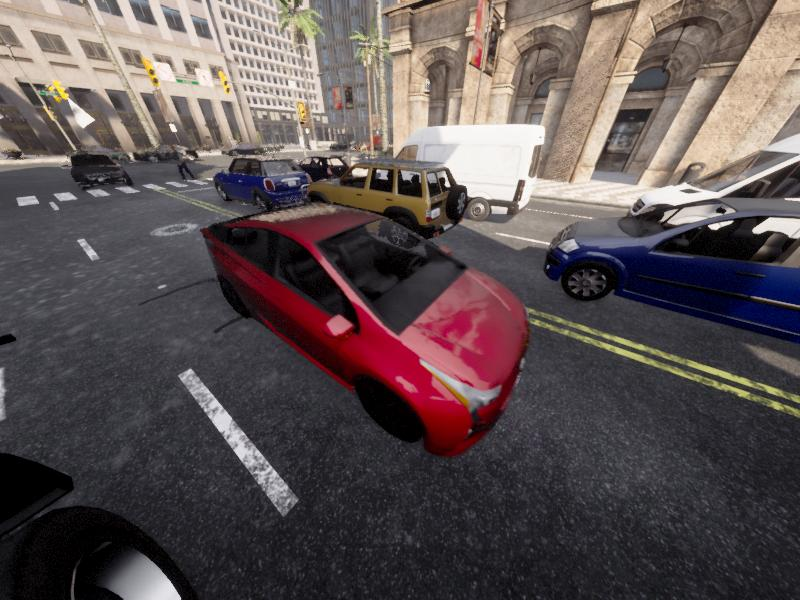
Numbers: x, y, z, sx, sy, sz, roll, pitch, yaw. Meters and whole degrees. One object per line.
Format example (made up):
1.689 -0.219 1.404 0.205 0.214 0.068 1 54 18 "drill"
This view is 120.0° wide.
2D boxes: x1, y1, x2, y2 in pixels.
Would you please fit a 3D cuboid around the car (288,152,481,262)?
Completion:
-0.575 -2.830 6.299 4.605 1.855 1.932 22 41 28 "car"

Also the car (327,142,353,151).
-12.209 -31.345 47.049 2.163 1.488 4.792 22 41 28 "car"

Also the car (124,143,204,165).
-24.094 -15.179 23.872 1.930 1.638 5.238 22 40 28 "car"

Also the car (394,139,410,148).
0.577 -41.714 61.588 2.185 1.767 4.553 22 41 28 "car"

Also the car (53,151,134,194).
-16.202 -6.987 12.425 4.892 1.490 1.837 30 45 35 "car"

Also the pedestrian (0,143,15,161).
-39.678 -14.871 22.831 0.751 1.860 0.751 19 39 25 "pedestrian"

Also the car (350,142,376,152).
-6.894 -28.985 43.732 2.163 1.488 4.792 22 41 28 "car"

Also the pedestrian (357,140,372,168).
-2.919 -12.031 19.054 0.751 1.860 0.751 -24 42 -31 "pedestrian"

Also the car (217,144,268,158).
-21.527 -20.628 31.841 2.033 1.411 5.357 22 41 28 "car"

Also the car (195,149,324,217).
-5.533 -4.809 9.147 4.553 1.767 2.097 22 41 28 "car"

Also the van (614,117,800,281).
8.506 -1.848 4.395 5.915 2.561 1.988 22 41 28 "van"

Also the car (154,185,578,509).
-0.748 -0.298 3.009 4.514 1.525 2.007 22 41 28 "car"

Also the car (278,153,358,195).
-4.217 -6.632 11.973 3.633 1.501 1.845 23 41 28 "car"

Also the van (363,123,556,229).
1.654 -4.658 8.337 5.915 2.561 1.988 22 41 28 "van"

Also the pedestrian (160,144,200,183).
-12.725 -7.916 13.409 0.751 1.860 0.751 16 38 21 "pedestrian"

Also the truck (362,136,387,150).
-5.404 -34.068 50.097 2.627 2.467 5.204 22 41 28 "truck"

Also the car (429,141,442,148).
9.751 -42.466 63.064 1.970 1.475 3.806 22 41 28 "car"

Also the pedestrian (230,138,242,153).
-24.930 -23.475 35.148 0.751 1.860 0.751 -8 36 -11 "pedestrian"

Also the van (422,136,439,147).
8.913 -45.796 66.752 1.988 2.561 5.915 22 41 28 "van"

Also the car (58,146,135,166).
-29.511 -14.176 22.648 1.994 1.385 4.181 22 41 28 "car"

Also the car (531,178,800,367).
4.548 -0.620 3.433 3.988 1.617 1.851 22 41 28 "car"
